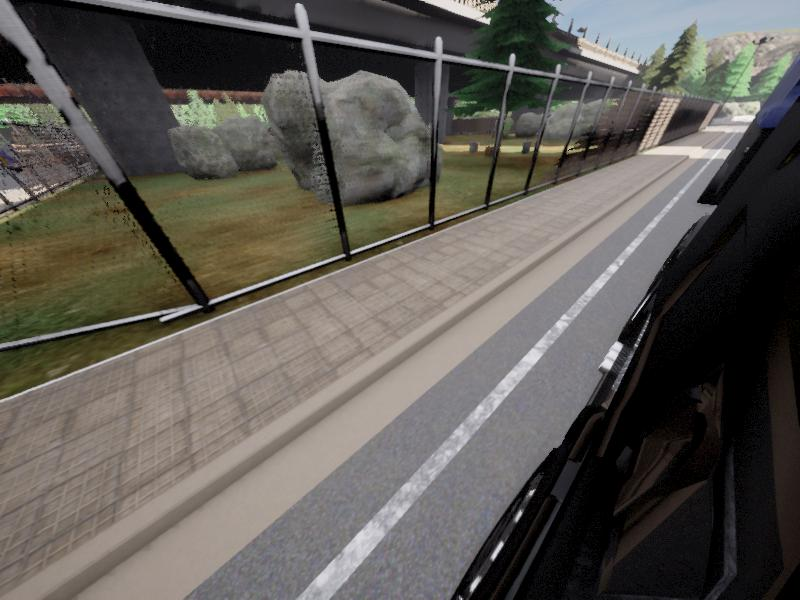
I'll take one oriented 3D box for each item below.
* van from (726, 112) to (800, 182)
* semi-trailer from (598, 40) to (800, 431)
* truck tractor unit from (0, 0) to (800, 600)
[{"bbox_3d":[15.908,-6.375,9.432,4.480,2.038,2.069,-27,43,-29],"label":"van"},{"bbox_3d":[8.694,-3.614,4.224,14.254,4.402,2.717,-28,44,-30],"label":"semi-trailer"},{"bbox_3d":[2.645,-0.295,0.352,6.516,4.208,3.053,-28,44,-30],"label":"truck tractor unit"}]
